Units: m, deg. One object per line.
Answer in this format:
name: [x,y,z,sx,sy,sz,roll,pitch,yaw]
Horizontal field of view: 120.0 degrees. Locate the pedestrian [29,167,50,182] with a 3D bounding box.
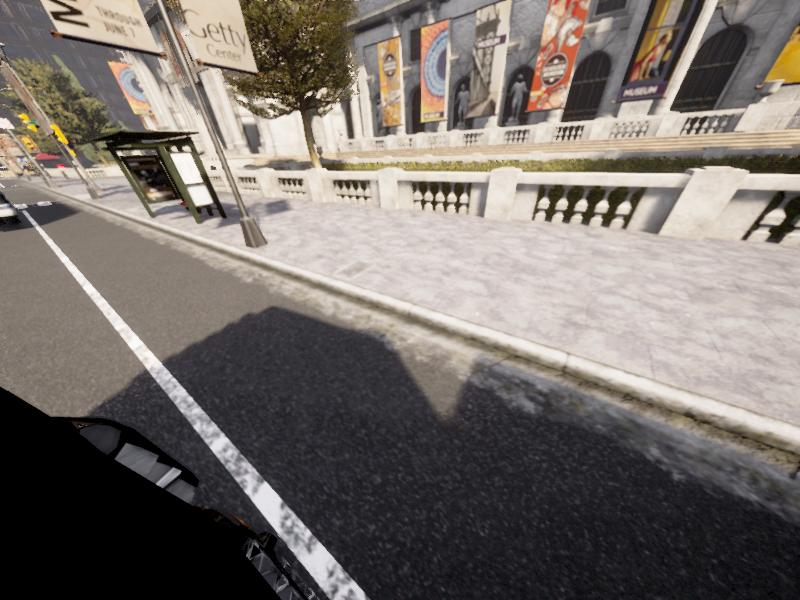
pedestrian: [-55.480,-19.342,35.540,0.751,1.860,0.751,-25,39,-29]

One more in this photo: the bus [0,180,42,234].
bus: [-20.865,-5.334,9.813,10.273,4.253,3.944,18,39,28]
